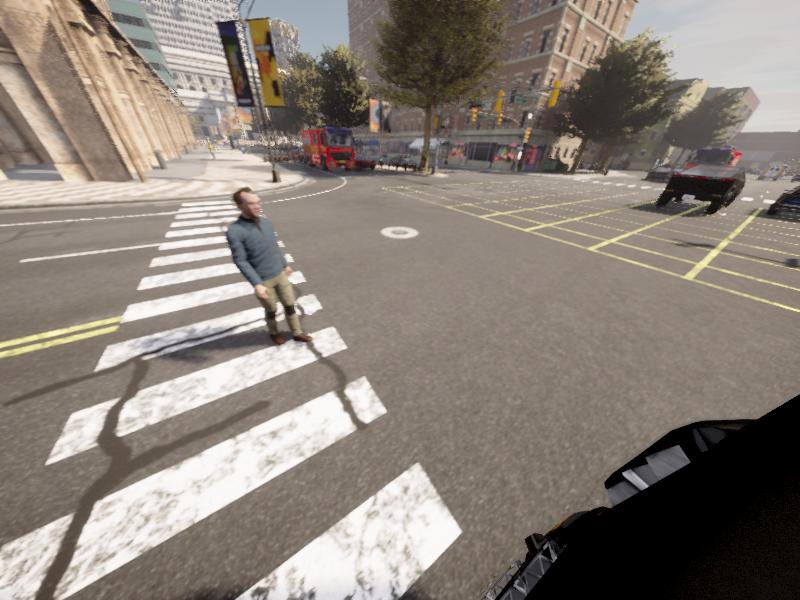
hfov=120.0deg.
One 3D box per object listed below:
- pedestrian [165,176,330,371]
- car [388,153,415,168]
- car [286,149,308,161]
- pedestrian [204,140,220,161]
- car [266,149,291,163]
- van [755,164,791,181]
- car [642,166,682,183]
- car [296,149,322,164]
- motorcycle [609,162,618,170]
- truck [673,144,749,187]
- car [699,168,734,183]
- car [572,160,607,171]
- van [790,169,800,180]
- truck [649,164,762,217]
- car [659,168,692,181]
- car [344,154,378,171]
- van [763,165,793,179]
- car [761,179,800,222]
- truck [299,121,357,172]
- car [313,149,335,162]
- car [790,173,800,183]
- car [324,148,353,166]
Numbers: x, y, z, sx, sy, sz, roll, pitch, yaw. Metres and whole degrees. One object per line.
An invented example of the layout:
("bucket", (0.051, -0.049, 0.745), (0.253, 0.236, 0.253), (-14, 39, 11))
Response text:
("pedestrian", (-1.438, -0.253, 2.536), (0.751, 1.860, 0.751), (17, 36, 20))
("car", (0.155, -19.733, 32.649), (1.970, 1.475, 3.806), (-18, 39, -28))
("car", (-15.600, -21.941, 34.936), (1.994, 1.385, 4.181), (-19, 39, -29))
("pedestrian", (-20.086, -15.957, 24.742), (0.751, 1.860, 0.751), (-17, 38, -28))
("car", (-16.333, -19.300, 30.924), (1.895, 1.301, 4.718), (-18, 39, -28))
("van", (68.086, -23.237, 42.132), (6.366, 2.431, 2.351), (-18, 39, -29))
("car", (33.325, -16.074, 29.397), (5.238, 1.638, 1.930), (-19, 39, -29))
("car", (-11.979, -18.822, 30.366), (1.970, 1.475, 3.806), (-18, 39, -29))
("motorcycle", (47.541, -29.896, 51.543), (0.764, 1.277, 2.356), (8, 32, 26))
("truck", (36.417, -15.685, 27.048), (8.468, 3.827, 2.891), (-18, 39, -29))
("car", (43.772, -17.183, 31.912), (5.366, 1.575, 1.801), (-18, 39, -29))
("car", (38.835, -27.594, 47.411), (2.038, 1.542, 4.974), (-18, 38, -28))
("van", (84.945, -26.484, 48.315), (6.366, 2.431, 2.351), (-18, 39, -29))
("truck", (17.244, -6.350, 13.013), (6.274, 2.098, 2.390), (-18, 39, -29))
("car", (38.939, -17.841, 32.677), (4.674, 1.442, 1.812), (-18, 39, -29))
("car", (-4.539, -15.739, 26.397), (1.895, 1.301, 4.718), (-18, 39, -28))
("van", (82.955, -28.135, 50.676), (6.366, 2.431, 2.351), (-18, 39, -29))
("car", (21.523, -5.262, 12.104), (4.856, 1.649, 2.033), (-18, 39, -29))
("truck", (-7.745, -16.127, 24.447), (2.891, 3.827, 8.468), (-18, 39, -28))
("car", (-11.549, -21.969, 35.180), (1.970, 1.475, 3.806), (-18, 39, -28))
("car", (69.272, -20.893, 39.610), (4.181, 1.385, 1.994), (-18, 39, -29))
("car", (-8.307, -19.262, 31.017), (2.097, 1.767, 4.553), (-18, 39, -28))
